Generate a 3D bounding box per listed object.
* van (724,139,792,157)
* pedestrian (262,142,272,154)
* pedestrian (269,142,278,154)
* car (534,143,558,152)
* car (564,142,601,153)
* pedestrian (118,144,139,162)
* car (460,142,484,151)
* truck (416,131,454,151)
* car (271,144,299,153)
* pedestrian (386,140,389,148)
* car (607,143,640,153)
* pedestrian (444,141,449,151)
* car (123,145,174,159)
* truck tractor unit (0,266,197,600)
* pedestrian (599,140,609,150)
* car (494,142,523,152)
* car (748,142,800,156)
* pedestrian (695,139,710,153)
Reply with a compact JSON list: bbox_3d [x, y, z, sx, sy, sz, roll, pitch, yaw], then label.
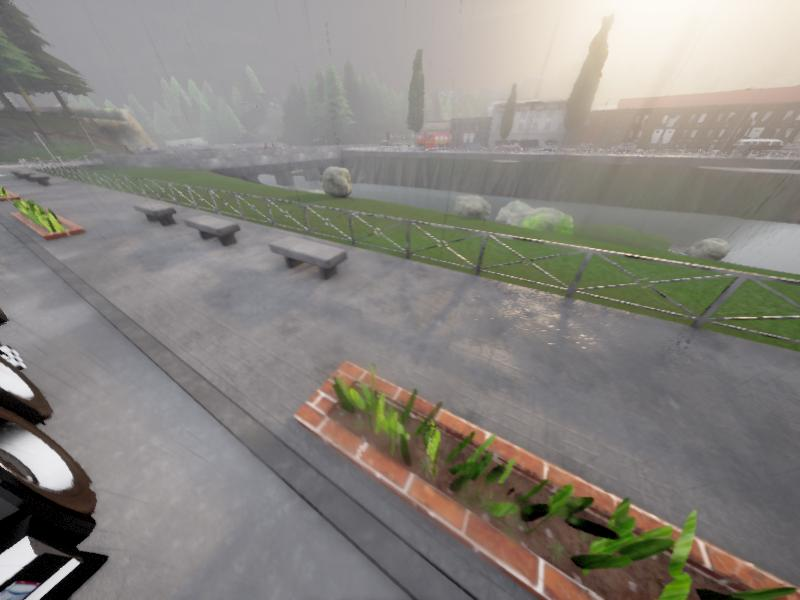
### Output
[{"bbox_3d":[51.057,-21.856,33.139,4.480,2.038,2.069,18,39,24],"label":"van"},{"bbox_3d":[-24.419,-27.832,42.319,0.751,1.860,0.751,19,39,25],"label":"pedestrian"},{"bbox_3d":[-23.426,-28.150,42.767,0.751,1.860,0.751,13,37,18],"label":"pedestrian"},{"bbox_3d":[29.704,-31.163,47.182,3.806,1.475,1.970,18,39,24],"label":"car"},{"bbox_3d":[35.086,-29.492,44.593,5.238,1.638,1.930,18,39,24],"label":"car"},{"bbox_3d":[-33.365,-18.089,28.395,0.751,1.860,0.751,18,39,24],"label":"pedestrian"},{"bbox_3d":[16.583,-35.474,53.357,4.856,1.649,2.033,18,39,24],"label":"car"},{"bbox_3d":[8.343,-39.038,56.625,8.468,3.827,2.891,18,39,24],"label":"truck"},{"bbox_3d":[-24.737,-32.644,49.739,2.038,1.542,4.974,18,39,24],"label":"car"},{"bbox_3d":[-3.717,-46.712,69.226,0.751,1.860,0.751,23,41,30],"label":"pedestrian"},{"bbox_3d":[40.520,-27.665,42.065,3.806,1.475,1.970,18,39,24],"label":"car"},{"bbox_3d":[10.760,-35.522,53.230,0.751,1.860,0.751,-16,38,-21],"label":"pedestrian"},{"bbox_3d":[-38.996,-23.033,35.948,2.242,1.667,4.611,18,39,24],"label":"car"},{"bbox_3d":[-5.114,-0.299,0.778,6.516,4.208,3.053,18,39,24],"label":"truck tractor unit"},{"bbox_3d":[42.167,-32.055,47.774,0.751,1.860,0.751,15,38,21],"label":"pedestrian"},{"bbox_3d":[23.505,-33.230,50.079,5.027,1.651,2.152,18,39,24],"label":"car"},{"bbox_3d":[56.855,-22.438,34.274,5.238,1.638,1.930,18,39,24],"label":"car"},{"bbox_3d":[52.023,-26.526,39.768,0.751,1.860,0.751,-25,42,-31],"label":"pedestrian"}]
